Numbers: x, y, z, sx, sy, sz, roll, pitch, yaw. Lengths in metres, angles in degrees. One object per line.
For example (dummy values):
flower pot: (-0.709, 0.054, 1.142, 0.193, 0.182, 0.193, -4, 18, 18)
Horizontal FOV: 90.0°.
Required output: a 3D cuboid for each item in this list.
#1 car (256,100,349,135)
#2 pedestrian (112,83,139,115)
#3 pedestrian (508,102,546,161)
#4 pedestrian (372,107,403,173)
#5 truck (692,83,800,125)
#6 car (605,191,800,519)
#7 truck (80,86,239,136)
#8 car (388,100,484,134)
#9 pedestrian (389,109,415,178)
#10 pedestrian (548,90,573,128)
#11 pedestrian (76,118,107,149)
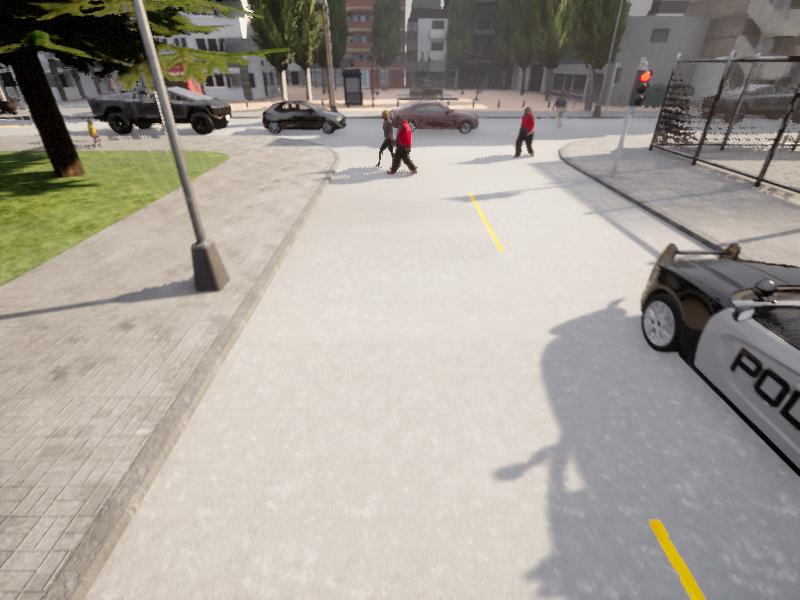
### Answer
car: (-4.903, -9.462, 20.670, 4.193, 1.474, 1.816, 1, 30, 2)
pedestrian: (-18.584, -13.627, 27.135, 0.751, 1.860, 0.751, 0, 30, 0)
pedestrian: (4.611, -6.146, 14.586, 0.751, 1.860, 0.751, -16, 34, -25)
pedestrian: (-0.390, -5.148, 12.881, 0.751, 1.860, 0.751, -12, 32, -19)
truck: (21.896, -11.861, 24.158, 6.274, 2.098, 2.390, 0, 30, 0)
car: (4.050, 0.632, 3.283, 1.930, 1.638, 5.238, 0, 30, -1)
truck: (-12.047, -9.758, 20.555, 6.274, 2.098, 2.390, 0, 30, 0)
car: (1.764, -9.504, 20.774, 4.674, 1.442, 1.812, 0, 30, 0)
pedestrian: (0.064, -4.782, 12.256, 0.751, 1.860, 0.751, 1, 30, 1)
pedestrian: (8.811, -10.488, 21.996, 0.751, 1.860, 0.751, 0, 30, 1)
pedestrian: (-12.368, -6.693, 16.059, 0.500, 1.100, 0.500, -1, 30, -3)
